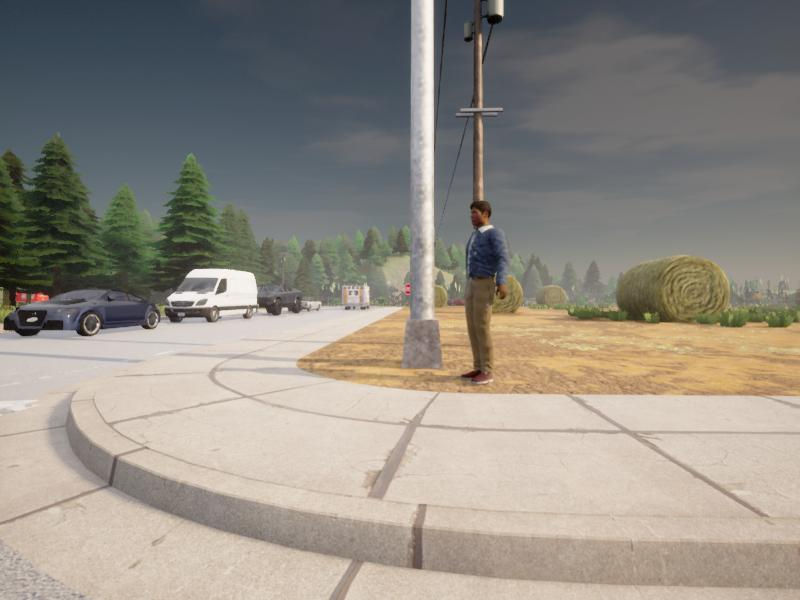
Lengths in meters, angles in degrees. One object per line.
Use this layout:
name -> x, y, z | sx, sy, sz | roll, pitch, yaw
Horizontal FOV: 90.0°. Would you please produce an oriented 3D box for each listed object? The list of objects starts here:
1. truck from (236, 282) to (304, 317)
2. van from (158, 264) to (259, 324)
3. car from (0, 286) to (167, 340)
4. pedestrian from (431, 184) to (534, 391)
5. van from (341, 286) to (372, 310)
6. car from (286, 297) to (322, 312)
truck -> -8.762, -0.031, 27.826 | 2.390, 2.098, 6.274 | 0, 0, 3
van -> -9.176, -0.250, 19.959 | 1.988, 2.561, 5.915 | 0, 0, 3
car -> -9.547, 0.334, 12.483 | 1.994, 1.385, 4.181 | 0, 0, 3
pedestrian -> 0.807, -0.111, 4.065 | 0.751, 1.860, 0.751 | 0, 0, -17
van -> -4.520, -0.195, 42.865 | 2.351, 2.431, 6.366 | 0, 0, 3
car -> -8.417, 0.371, 35.422 | 1.895, 1.301, 4.718 | 0, 0, 3
